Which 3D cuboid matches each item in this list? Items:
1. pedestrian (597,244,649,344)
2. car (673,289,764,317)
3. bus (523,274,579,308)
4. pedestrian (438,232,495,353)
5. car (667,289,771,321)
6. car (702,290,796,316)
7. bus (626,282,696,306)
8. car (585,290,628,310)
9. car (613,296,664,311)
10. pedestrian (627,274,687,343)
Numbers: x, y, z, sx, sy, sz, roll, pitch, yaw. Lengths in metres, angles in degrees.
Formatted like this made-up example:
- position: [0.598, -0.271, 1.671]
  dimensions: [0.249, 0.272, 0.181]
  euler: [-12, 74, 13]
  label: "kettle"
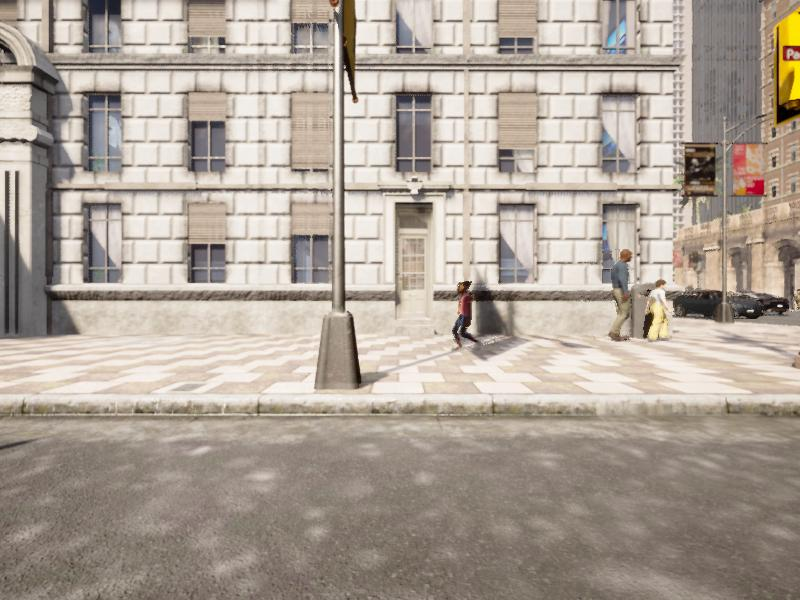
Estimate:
- position: [4.394, -0.114, 7.939]
  dimensions: [0.751, 1.860, 0.751]
  euler: [0, 0, 17]
  label: "pedestrian"
- position: [20.446, 0.160, 26.010]
  dimensions: [2.242, 1.667, 4.611]
  euler: [0, 0, 0]
  label: "car"
- position: [20.669, -1.132, 55.560]
  dimensions: [3.944, 4.253, 10.273]
  euler: [0, 0, 0]
  label: "bus"
- position: [1.060, -0.115, 6.538]
  dimensions: [0.751, 1.860, 0.751]
  euler: [0, 0, -6]
  label: "pedestrian"
- position: [16.974, 0.232, 21.625]
  dimensions: [2.007, 1.525, 4.514]
  euler: [0, 0, 0]
  label: "car"
- position: [23.959, 0.176, 27.811]
  dimensions: [1.930, 1.638, 5.238]
  euler: [0, 0, 0]
  label: "car"
- position: [47.523, -1.129, 73.193]
  dimensions: [10.273, 4.253, 3.944]
  euler: [0, 0, 0]
  label: "bus"
- position: [20.417, 0.059, 39.782]
  dimensions: [1.932, 1.855, 4.605]
  euler: [0, -1, 0]
  label: "car"
- position: [23.945, 0.300, 40.420]
  dimensions: [2.033, 1.411, 5.357]
  euler: [0, 0, 0]
  label: "car"
- position: [5.073, 0.166, 7.955]
  dimensions: [0.751, 1.300, 0.751]
  euler: [0, 0, 6]
  label: "pedestrian"
